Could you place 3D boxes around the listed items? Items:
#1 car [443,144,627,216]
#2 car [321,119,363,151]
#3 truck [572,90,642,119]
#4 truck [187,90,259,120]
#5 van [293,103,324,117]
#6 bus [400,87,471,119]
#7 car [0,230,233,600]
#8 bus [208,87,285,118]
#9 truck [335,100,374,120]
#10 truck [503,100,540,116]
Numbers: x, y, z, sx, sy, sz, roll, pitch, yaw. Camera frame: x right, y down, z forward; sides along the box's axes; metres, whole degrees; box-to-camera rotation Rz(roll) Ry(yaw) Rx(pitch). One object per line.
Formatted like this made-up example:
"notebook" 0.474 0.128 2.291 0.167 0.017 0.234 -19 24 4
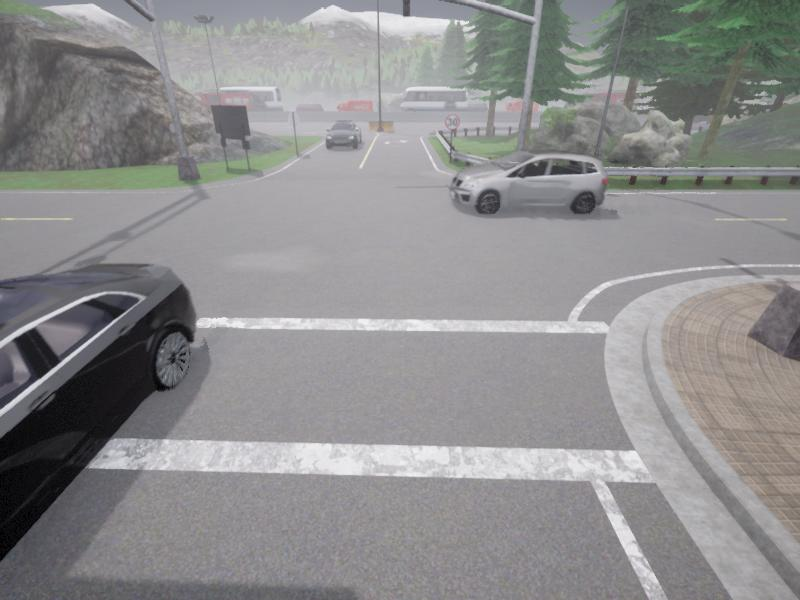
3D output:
"car" 3.906 -3.714 12.298 4.611 1.667 2.242 -1 27 -8
"car" -3.620 -10.819 26.017 2.038 1.542 4.974 0 27 0
"truck" 31.305 -29.781 60.857 8.468 3.827 2.891 0 27 0
"truck" -25.320 -28.201 57.781 8.468 3.827 2.891 0 27 0
"van" -14.671 -30.572 64.417 4.442 1.987 1.775 0 27 0
"bus" 5.093 -29.922 60.664 10.273 4.253 3.944 0 27 0
"car" -3.521 0.931 3.150 2.128 1.511 4.902 1 27 2
"bus" -24.188 -31.531 63.797 10.273 4.253 3.944 0 27 0
"truck" -6.527 -27.586 58.075 5.204 2.467 2.627 0 27 0
"truck" 20.323 -32.375 67.397 5.204 2.467 2.627 0 27 0
